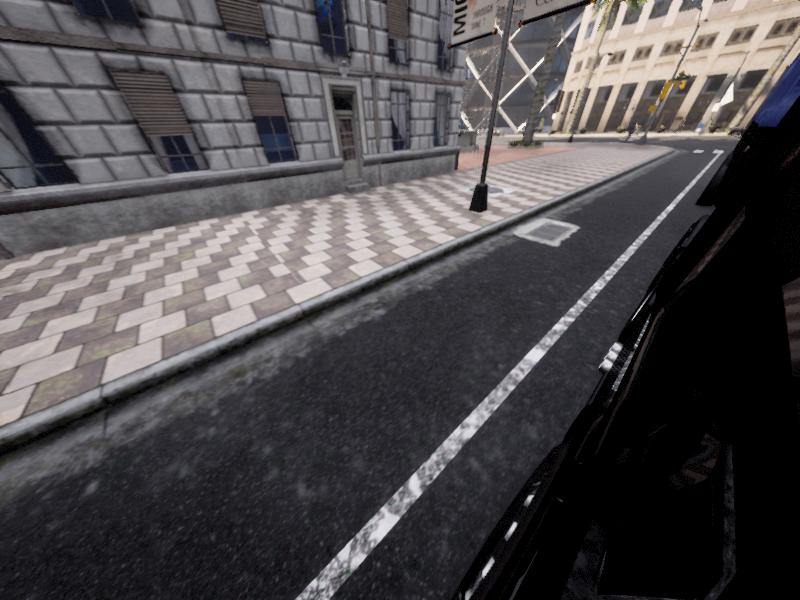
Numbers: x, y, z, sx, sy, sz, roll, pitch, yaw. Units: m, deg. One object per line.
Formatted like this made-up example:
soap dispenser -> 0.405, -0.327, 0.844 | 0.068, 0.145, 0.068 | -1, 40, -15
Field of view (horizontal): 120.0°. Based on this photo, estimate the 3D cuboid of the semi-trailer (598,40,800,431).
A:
semi-trailer -> 8.702, -3.579, 4.258 | 14.254, 4.402, 2.717 | -28, 44, -30

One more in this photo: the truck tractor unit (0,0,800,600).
truck tractor unit -> 2.645, -0.295, 0.351 | 6.516, 4.208, 3.053 | -28, 44, -30

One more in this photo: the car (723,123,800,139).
car -> 40.767, -19.136, 26.163 | 1.895, 1.301, 4.718 | -27, 43, -30

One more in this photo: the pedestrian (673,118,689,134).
pedestrian -> 41.841, -25.873, 34.425 | 0.751, 1.860, 0.751 | 23, 43, 30

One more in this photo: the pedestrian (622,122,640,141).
pedestrian -> 28.590, -20.844, 28.601 | 0.751, 1.860, 0.751 | -29, 44, -31
